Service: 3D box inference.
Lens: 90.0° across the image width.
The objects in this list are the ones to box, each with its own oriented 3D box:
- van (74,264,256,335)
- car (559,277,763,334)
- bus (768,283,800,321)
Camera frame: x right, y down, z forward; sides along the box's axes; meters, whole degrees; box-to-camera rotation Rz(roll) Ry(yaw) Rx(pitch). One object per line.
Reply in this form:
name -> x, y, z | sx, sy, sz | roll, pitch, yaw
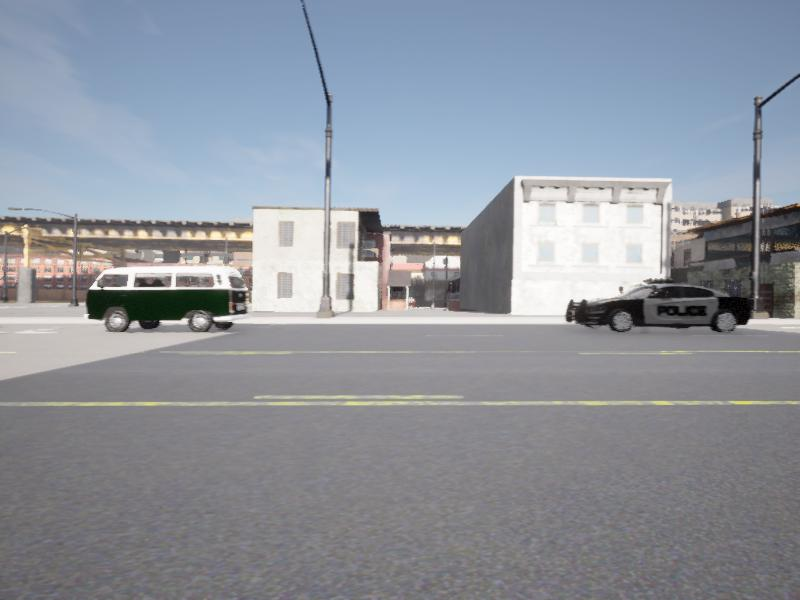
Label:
van -> -7.151, -0.026, 12.564 | 4.480, 2.038, 2.069 | 0, 0, 0
car -> 8.038, 0.172, 12.699 | 5.238, 1.638, 1.930 | 0, 0, 0
bus -> 47.287, 0.290, 43.657 | 10.273, 4.253, 3.944 | 1, 0, 44
